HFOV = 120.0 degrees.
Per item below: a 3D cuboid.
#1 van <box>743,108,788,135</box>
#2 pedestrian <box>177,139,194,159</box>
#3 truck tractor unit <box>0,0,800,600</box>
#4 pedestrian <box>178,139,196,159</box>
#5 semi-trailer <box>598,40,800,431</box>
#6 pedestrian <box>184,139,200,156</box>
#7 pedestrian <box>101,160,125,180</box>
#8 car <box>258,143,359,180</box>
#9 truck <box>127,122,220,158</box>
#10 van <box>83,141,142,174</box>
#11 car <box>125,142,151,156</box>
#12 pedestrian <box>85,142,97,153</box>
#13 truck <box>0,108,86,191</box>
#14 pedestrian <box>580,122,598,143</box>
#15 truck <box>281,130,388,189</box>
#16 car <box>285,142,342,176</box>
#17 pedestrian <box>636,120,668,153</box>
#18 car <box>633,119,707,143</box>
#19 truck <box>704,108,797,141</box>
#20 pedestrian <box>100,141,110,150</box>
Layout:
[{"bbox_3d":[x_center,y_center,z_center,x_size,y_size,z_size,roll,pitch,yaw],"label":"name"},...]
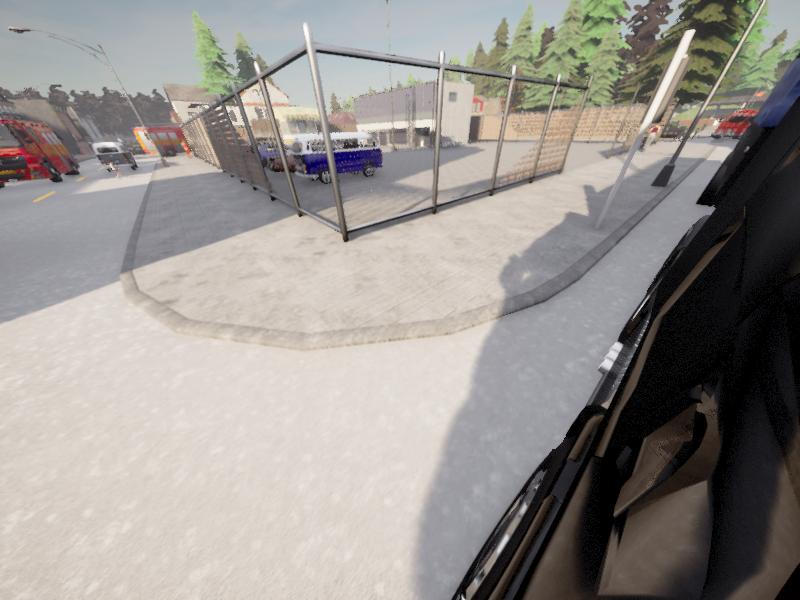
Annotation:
[{"bbox_3d":[46.936,-23.037,29.792,5.915,2.561,1.988,-28,44,-30],"label":"van"},{"bbox_3d":[-25.163,-17.712,27.078,0.751,1.860,0.751,-26,43,-29],"label":"pedestrian"},{"bbox_3d":[2.645,-0.295,0.351,6.516,4.208,3.053,-28,44,-30],"label":"truck tractor unit"},{"bbox_3d":[-24.096,-17.033,26.105,0.751,1.860,0.751,-28,44,-30],"label":"pedestrian"},{"bbox_3d":[8.698,-3.591,4.248,14.254,4.402,2.717,-28,44,-30],"label":"semi-trailer"},{"bbox_3d":[-28.045,-20.664,31.209,0.751,1.860,0.751,24,44,31],"label":"pedestrian"},{"bbox_3d":[-19.307,-8.772,15.541,0.500,1.100,0.500,22,43,29],"label":"pedestrian"},{"bbox_3d":[-5.484,-8.840,14.514,5.357,1.415,2.033,-28,44,-30],"label":"car"},{"bbox_3d":[-32.057,-23.204,33.417,2.891,3.827,8.468,13,39,19],"label":"truck"},{"bbox_3d":[-24.514,-12.376,19.933,2.069,2.038,4.480,-28,44,-30],"label":"van"},{"bbox_3d":[-43.546,-25.104,38.426,2.242,1.667,4.611,-31,45,-32],"label":"car"},{"bbox_3d":[-67.200,-33.168,50.232,0.751,1.860,0.751,-29,44,-31],"label":"pedestrian"},{"bbox_3d":[-25.607,-10.097,15.433,2.891,3.827,8.468,-28,44,-30],"label":"truck"},{"bbox_3d":[20.941,-18.544,25.566,0.751,1.860,0.751,-28,44,-30],"label":"pedestrian"},{"bbox_3d":[-3.077,-7.281,11.760,4.478,2.038,2.069,-28,44,-30],"label":"truck"},{"bbox_3d":[-5.510,-9.062,14.694,1.789,1.547,3.705,-28,44,-30],"label":"car"},{"bbox_3d":[17.946,-11.666,16.492,0.751,1.860,0.751,-29,44,-31],"label":"pedestrian"},{"bbox_3d":[28.616,-18.034,24.656,1.932,1.855,4.605,-29,45,-31],"label":"car"},{"bbox_3d":[36.186,-18.247,24.026,5.204,2.467,2.627,-9,39,-9],"label":"truck"},{"bbox_3d":[-79.063,-41.377,61.938,0.751,1.860,0.751,-26,43,-29],"label":"pedestrian"}]
